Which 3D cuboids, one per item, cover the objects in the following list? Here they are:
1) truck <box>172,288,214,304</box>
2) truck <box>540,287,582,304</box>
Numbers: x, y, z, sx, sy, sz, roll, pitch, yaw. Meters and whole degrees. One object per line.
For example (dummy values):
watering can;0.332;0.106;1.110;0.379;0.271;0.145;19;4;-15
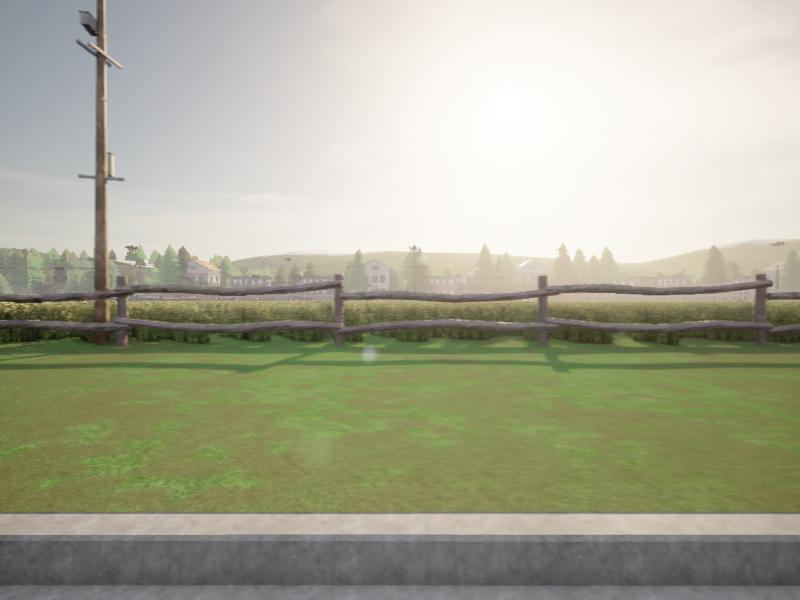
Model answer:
truck;-49.357;-0.898;95.555;8.468;3.827;2.891;0;0;0
truck;36.710;-0.940;91.540;8.468;3.827;2.891;0;0;0
